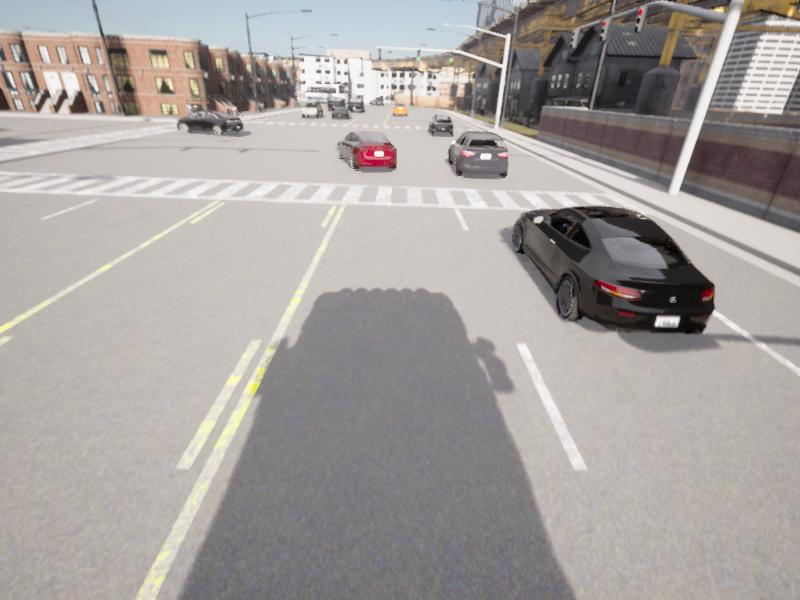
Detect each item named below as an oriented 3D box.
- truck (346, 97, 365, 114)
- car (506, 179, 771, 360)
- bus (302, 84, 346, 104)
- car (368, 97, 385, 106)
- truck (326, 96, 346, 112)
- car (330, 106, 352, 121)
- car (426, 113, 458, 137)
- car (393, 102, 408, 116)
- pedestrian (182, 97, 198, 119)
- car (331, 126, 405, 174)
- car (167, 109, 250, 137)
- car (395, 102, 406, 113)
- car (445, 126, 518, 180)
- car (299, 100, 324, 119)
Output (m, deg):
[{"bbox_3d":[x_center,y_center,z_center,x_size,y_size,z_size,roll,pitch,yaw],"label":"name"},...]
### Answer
[{"bbox_3d":[-6.939,-30.741,63.157,2.390,2.098,6.274,2,27,-1],"label":"truck"},{"bbox_3d":[3.454,-0.931,7.120,1.812,1.442,4.674,2,28,-1],"label":"car"},{"bbox_3d":[-19.040,-51.754,100.483,10.273,4.253,3.944,13,29,20],"label":"bus"},{"bbox_3d":[-5.728,-47.838,96.465,3.866,1.878,1.905,26,36,38],"label":"car"},{"bbox_3d":[-10.434,-32.192,65.708,2.390,2.098,6.274,2,27,-1],"label":"truck"},{"bbox_3d":[-6.975,-22.388,47.844,1.994,1.385,4.181,2,27,-1],"label":"car"},{"bbox_3d":[3.497,-15.065,34.303,2.128,1.511,4.902,2,27,-1],"label":"car"},{"bbox_3d":[0.038,-28.651,59.952,2.097,1.767,4.553,2,27,-1],"label":"car"},{"bbox_3d":[-19.772,-18.058,37.677,0.751,1.860,0.751,0,27,-3],"label":"pedestrian"},{"bbox_3d":[-1.635,-7.060,18.540,2.163,1.488,4.792,-7,29,-18],"label":"car"},{"bbox_3d":[-13.435,-12.481,28.129,4.902,1.511,2.128,10,28,16],"label":"car"},{"bbox_3d":[0.057,-33.249,69.100,1.882,1.535,5.008,2,27,-1],"label":"car"},{"bbox_3d":[3.475,-6.751,18.097,2.242,1.667,4.611,2,27,-1],"label":"car"},{"bbox_3d":[-10.466,-22.808,47.857,1.932,1.855,4.605,2,27,-1],"label":"car"}]
